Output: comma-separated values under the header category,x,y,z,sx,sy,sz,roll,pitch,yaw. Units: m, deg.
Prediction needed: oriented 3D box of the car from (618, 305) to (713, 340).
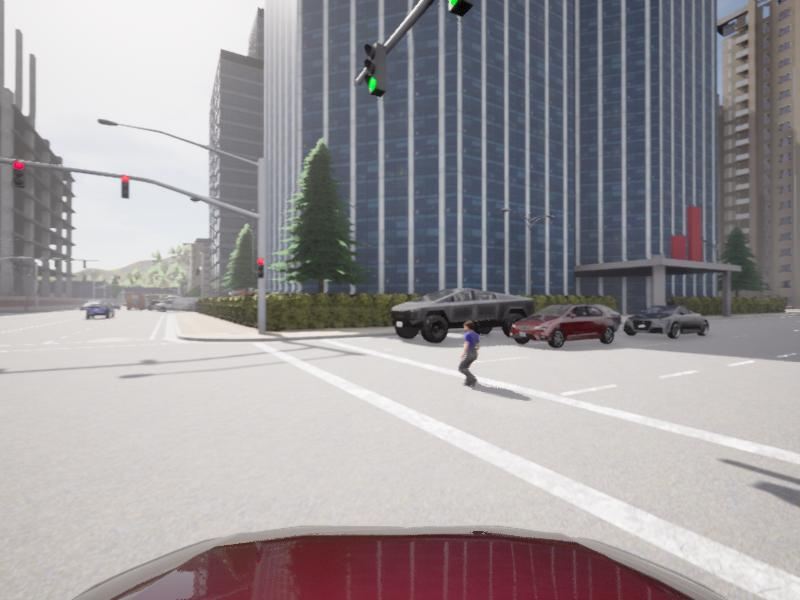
category,x,y,z,sx,sy,sz,roll,pitch,yaw
car,12.044,0.937,18.104,4.181,1.385,1.994,0,0,-31

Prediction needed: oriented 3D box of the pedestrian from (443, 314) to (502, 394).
category,x,y,z,sx,sy,sz,roll,pitch,yaw
pedestrian,1.308,0.914,7.215,0.751,1.300,0.751,0,0,45

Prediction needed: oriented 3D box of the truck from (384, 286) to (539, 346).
category,x,y,z,sx,sy,sz,roll,pitch,yaw
truck,2.675,0.576,16.767,6.274,2.098,2.390,0,0,-30

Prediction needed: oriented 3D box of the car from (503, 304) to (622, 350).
category,x,y,z,sx,sy,sz,roll,pitch,yaw
car,5.973,0.876,14.620,4.193,1.474,1.816,0,0,-30

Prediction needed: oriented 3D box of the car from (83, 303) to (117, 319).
category,x,y,z,sx,sy,sz,roll,pitch,yaw
car,-29.645,1.037,39.646,2.007,1.525,4.514,0,-1,-28

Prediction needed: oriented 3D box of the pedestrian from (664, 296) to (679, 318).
category,x,y,z,sx,sy,sz,roll,pitch,yaw
pedestrian,22.994,0.566,33.877,0.751,1.860,0.751,0,0,-31

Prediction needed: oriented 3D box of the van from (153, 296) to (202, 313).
category,x,y,z,sx,sy,sz,roll,pitch,yaw
van,-35.234,0.684,63.531,2.351,2.431,6.366,0,0,42

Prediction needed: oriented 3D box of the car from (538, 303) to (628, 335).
category,x,y,z,sx,sy,sz,roll,pitch,yaw
car,9.497,0.912,20.669,4.674,1.442,1.812,0,0,-30

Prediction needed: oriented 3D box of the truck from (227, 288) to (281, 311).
category,x,y,z,sx,sy,sz,roll,pitch,yaw
truck,-25.470,0.002,69.840,8.468,3.827,2.891,0,0,-30

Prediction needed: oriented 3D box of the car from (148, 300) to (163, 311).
category,x,y,z,sx,sy,sz,roll,pitch,yaw
car,-43.721,1.007,71.423,1.905,1.878,3.866,0,0,-37

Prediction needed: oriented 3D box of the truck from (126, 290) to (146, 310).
category,x,y,z,sx,sy,sz,roll,pitch,yaw
truck,-54.088,0.078,82.161,2.891,3.827,8.468,0,0,-30
